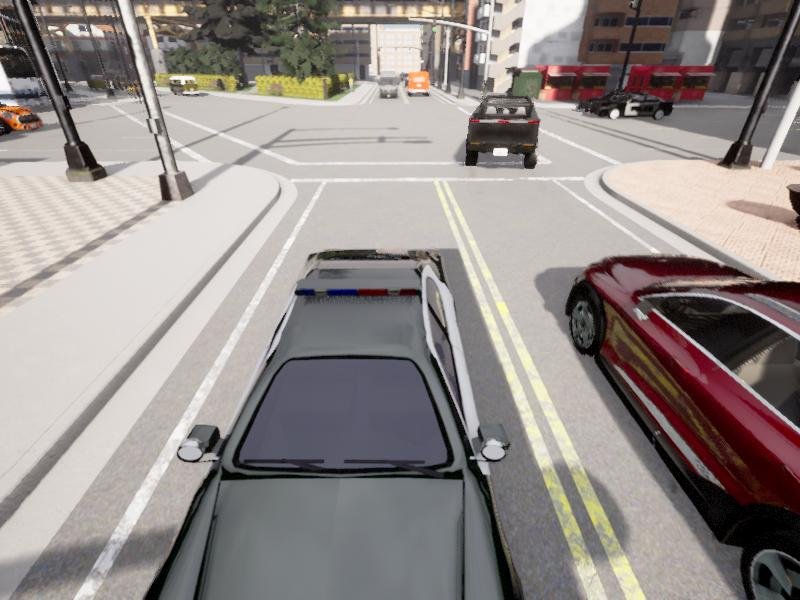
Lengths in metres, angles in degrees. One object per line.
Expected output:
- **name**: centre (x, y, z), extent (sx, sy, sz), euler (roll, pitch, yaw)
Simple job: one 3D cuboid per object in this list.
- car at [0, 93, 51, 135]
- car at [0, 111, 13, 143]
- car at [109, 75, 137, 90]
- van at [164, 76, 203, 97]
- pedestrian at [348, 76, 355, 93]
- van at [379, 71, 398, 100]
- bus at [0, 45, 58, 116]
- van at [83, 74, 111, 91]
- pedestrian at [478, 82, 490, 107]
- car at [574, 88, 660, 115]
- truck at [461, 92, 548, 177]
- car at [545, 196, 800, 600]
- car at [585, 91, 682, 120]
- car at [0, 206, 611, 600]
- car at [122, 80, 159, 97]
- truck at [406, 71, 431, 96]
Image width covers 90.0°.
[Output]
- **car**: centre (-21.317, -9.557, 20.484), extent (4.553, 1.767, 2.097), euler (0, 30, -1)
- **car**: centre (-20.111, -7.704, 17.511), extent (3.988, 1.617, 1.851), euler (0, 30, -1)
- **car**: centre (-41.691, -32.727, 60.142), extent (4.605, 1.855, 1.932), euler (25, 39, 36)
- **van**: centre (-25.320, -25.008, 46.776), extent (4.480, 2.038, 2.069), euler (25, 39, 36)
- **pedestrian**: centre (-6.016, -26.656, 49.423), extent (0.751, 1.860, 0.751), euler (-3, 30, -6)
- **van**: centre (-1.228, -23.391, 43.498), extent (1.988, 2.561, 5.915), euler (-1, 31, -1)
- **bus**: centre (-31.948, -15.752, 28.483), extent (10.273, 4.253, 3.944), euler (0, 30, -2)
- **van**: centre (-43.477, -31.197, 57.414), extent (4.442, 1.987, 1.775), euler (25, 39, 36)
- **pedestrian**: centre (7.315, -17.849, 34.711), extent (0.751, 1.860, 0.751), euler (2, 30, 3)
- **car**: centre (16.382, -15.124, 30.475), extent (5.238, 1.638, 1.930), euler (0, 30, -2)
- **truck**: centre (3.975, -6.518, 15.119), extent (2.390, 2.098, 6.274), euler (7, 31, 13)
- **car**: centre (3.151, 0.664, 3.257), extent (2.033, 1.649, 4.856), euler (-1, 30, -1)
- **car**: centre (15.897, -13.358, 27.450), extent (5.238, 1.638, 1.930), euler (0, 30, -2)
- **car**: centre (-0.330, 0.744, 3.249), extent (2.038, 1.542, 4.974), euler (0, 30, 0)
- **car**: centre (-30.385, -24.760, 46.826), extent (5.366, 1.575, 1.801), euler (25, 39, 36)
- **truck**: centre (2.171, -26.188, 48.363), extent (2.627, 2.467, 5.204), euler (-1, 30, -1)
